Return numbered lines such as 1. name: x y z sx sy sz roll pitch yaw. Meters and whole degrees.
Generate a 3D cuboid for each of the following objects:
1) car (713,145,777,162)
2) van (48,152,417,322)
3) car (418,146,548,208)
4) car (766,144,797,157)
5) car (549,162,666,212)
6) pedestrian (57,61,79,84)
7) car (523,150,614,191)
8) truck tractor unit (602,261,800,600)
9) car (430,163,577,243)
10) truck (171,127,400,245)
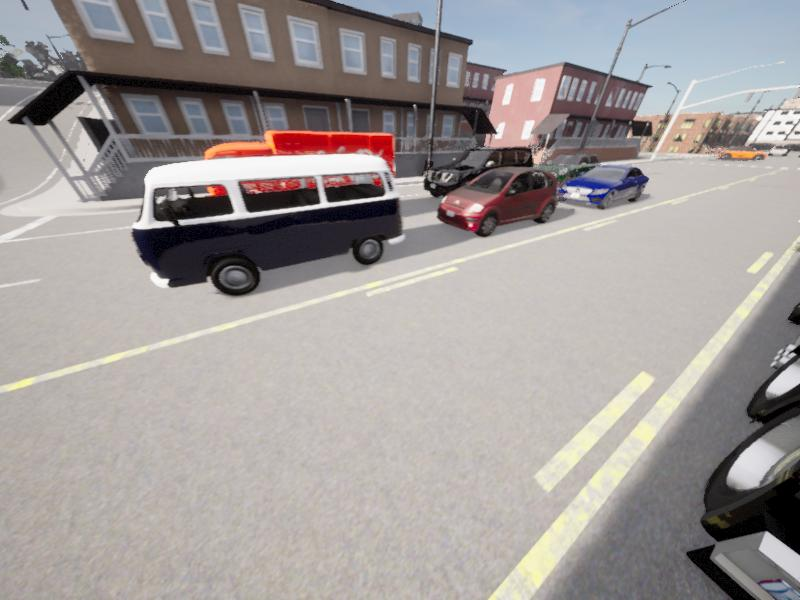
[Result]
1. car: 49.281 -21.094 33.190 4.553 1.767 2.097 24 41 30
2. van: -2.143 -1.652 4.576 4.480 2.038 2.069 -18 39 -25
3. car: 3.813 -5.910 10.746 5.566 2.045 2.150 -18 39 -24
4. car: 71.949 -28.252 43.606 4.605 1.855 1.932 -18 39 -25
5. car: 9.094 -5.094 10.146 4.674 1.442 1.812 -18 39 -25
6. pedestrian: -41.291 -28.220 28.732 0.751 1.860 0.751 21 40 27
7. car: 10.050 -7.871 13.840 4.553 1.767 2.097 -18 39 -25
8. truck tractor unit: 5.106 -0.305 0.788 6.516 4.208 3.053 -18 39 -24
9. car: 3.161 -3.218 7.254 3.988 1.617 1.851 -18 39 -25
10. truck: -2.930 -3.800 7.283 5.204 2.467 2.627 -17 39 -24
